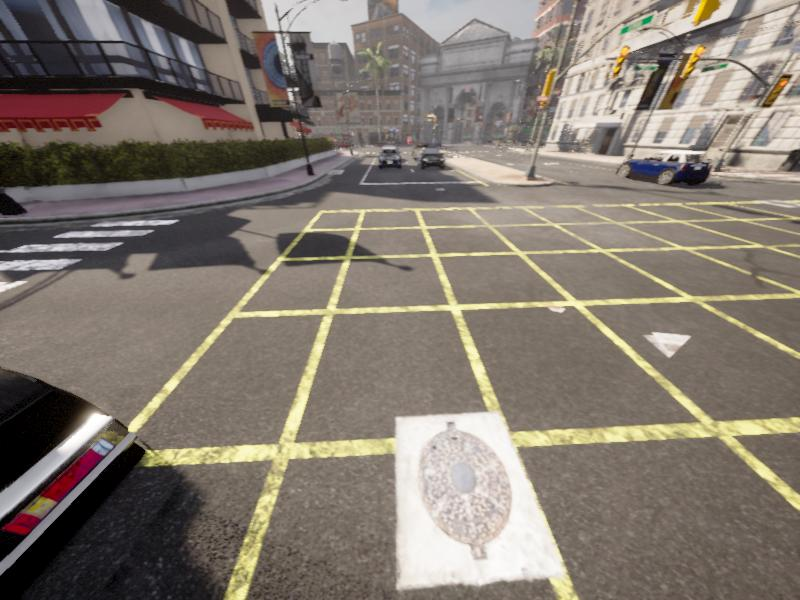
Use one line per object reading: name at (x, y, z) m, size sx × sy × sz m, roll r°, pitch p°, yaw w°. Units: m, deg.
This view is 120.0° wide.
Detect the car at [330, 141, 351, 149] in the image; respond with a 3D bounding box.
car at (-13.200, -34.623, 51.578) m, size 4.193 × 1.474 × 1.816 m, roll -1°, pitch 35°, yaw -1°

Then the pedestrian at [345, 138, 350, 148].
pedestrian at (-12.949, -38.916, 57.238) m, size 0.751 × 1.860 × 0.751 m, roll -1°, pitch 35°, yaw 0°

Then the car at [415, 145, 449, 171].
car at (2.581, -12.361, 19.944) m, size 2.038 × 1.542 × 4.974 m, roll -2°, pitch 35°, yaw -2°

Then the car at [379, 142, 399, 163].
car at (-1.194, -16.268, 25.410) m, size 1.930 × 1.638 × 5.238 m, roll -2°, pitch 35°, yaw -2°

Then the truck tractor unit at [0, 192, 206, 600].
truck tractor unit at (-5.366, 0.164, 0.136) m, size 6.516 × 4.208 × 3.053 m, roll 3°, pitch 35°, yaw 4°

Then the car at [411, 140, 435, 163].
car at (2.326, -16.120, 24.934) m, size 1.932 × 1.855 × 4.605 m, roll -2°, pitch 35°, yaw -2°

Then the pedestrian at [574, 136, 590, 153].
pedestrian at (23.447, -20.078, 29.845) m, size 0.751 × 1.860 × 0.751 m, roll -1°, pitch 35°, yaw 0°

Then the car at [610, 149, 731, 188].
car at (14.449, -7.379, 12.776) m, size 1.970 × 1.475 × 3.806 m, roll -2°, pitch 35°, yaw -2°

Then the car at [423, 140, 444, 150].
car at (6.691, -31.736, 47.199) m, size 1.812 × 1.442 × 4.674 m, roll -17°, pitch 39°, yaw -22°

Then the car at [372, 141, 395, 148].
car at (-3.816, -36.247, 53.855) m, size 4.718 × 1.301 × 1.895 m, roll 10°, pitch 37°, yaw 15°

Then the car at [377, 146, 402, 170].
car at (-0.918, -12.331, 20.009) m, size 1.970 × 1.475 × 3.806 m, roll -2°, pitch 35°, yaw -2°

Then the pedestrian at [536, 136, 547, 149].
pedestrian at (23.988, -26.680, 39.121) m, size 0.751 × 1.860 × 0.751 m, roll -7°, pitch 36°, yaw -9°
